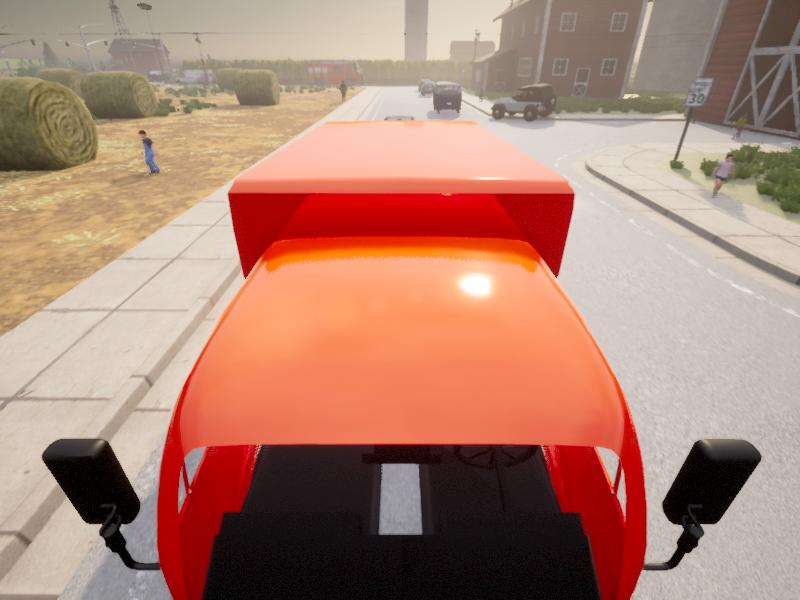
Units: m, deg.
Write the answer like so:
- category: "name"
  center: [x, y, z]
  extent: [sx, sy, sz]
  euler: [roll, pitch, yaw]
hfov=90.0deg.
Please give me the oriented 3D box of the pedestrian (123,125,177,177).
- category: "pedestrian"
  center: [-7.428, -4.445, 11.929]
  extent: [0.751, 1.300, 0.751]
  euler: [15, 33, 23]

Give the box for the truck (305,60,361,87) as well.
- category: "truck"
  center: [-10.800, -37.183, 65.735]
  extent: [8.468, 3.827, 2.891]
  euler: [1, 30, 1]

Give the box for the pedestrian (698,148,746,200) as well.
- category: "pedestrian"
  center: [7.930, -3.109, 9.889]
  extent: [0.500, 1.100, 0.500]
  euler: [11, 32, 19]

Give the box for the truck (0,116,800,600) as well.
- category: "truck"
  center: [0.003, -0.024, 3.597]
  extent: [2.627, 2.467, 5.204]
  euler: [0, 30, 0]

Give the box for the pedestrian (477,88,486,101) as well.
- category: "pedestrian"
  center: [7.639, -19.269, 37.485]
  extent: [0.500, 1.100, 0.500]
  euler: [-8, 31, -13]

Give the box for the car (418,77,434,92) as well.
- category: "car"
  center: [3.501, -29.726, 55.147]
  extent: [1.930, 1.638, 5.238]
  euler: [0, 30, 0]

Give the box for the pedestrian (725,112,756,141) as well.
- category: "pedestrian"
  center: [15.130, -7.722, 17.798]
  extent: [0.500, 1.100, 0.500]
  euler: [-1, 30, -1]

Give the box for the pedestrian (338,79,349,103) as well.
- category: "pedestrian"
  center: [-4.968, -18.363, 35.151]
  extent: [0.751, 1.860, 0.751]
  euler: [2, 30, 3]

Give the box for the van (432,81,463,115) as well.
- category: "van"
  center: [3.500, -15.297, 30.165]
  extent: [1.775, 1.987, 4.442]
  euler: [0, 30, 0]

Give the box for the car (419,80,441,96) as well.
- category: "car"
  center: [3.502, -25.206, 47.587]
  extent: [2.163, 1.488, 4.792]
  euler: [0, 30, 0]

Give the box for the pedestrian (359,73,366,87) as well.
- category: "pedestrian"
  center: [-5.854, -34.074, 62.029]
  extent: [0.751, 1.860, 0.751]
  euler: [8, 31, 13]

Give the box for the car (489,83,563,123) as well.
- category: "car"
  center: [7.665, -12.232, 24.722]
  extent: [1.905, 1.878, 3.866]
  euler: [-30, 40, -32]

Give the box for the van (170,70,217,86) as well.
- category: "van"
  center: [-35.742, -38.584, 69.438]
  extent: [6.366, 2.431, 2.351]
  euler: [1, 30, 1]

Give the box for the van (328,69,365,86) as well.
- category: "van"
  center: [-9.200, -38.388, 69.070]
  extent: [5.915, 2.561, 1.988]
  euler: [1, 30, 1]

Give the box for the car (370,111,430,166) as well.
- category: "car"
  center: [-0.004, -6.367, 15.514]
  extent: [1.994, 1.385, 4.181]
  euler: [0, 30, 0]
